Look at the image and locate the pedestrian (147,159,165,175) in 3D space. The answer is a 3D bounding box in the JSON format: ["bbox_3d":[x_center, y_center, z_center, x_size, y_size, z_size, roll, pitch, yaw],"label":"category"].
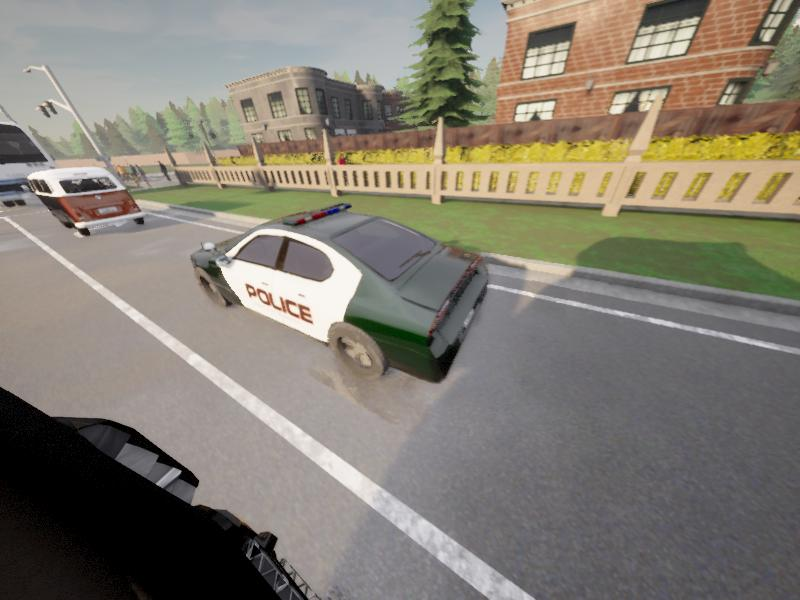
[{"bbox_3d":[-35.440,-19.294,33.556,0.751,1.860,0.751,6,35,13],"label":"pedestrian"}]

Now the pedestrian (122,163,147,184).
[{"bbox_3d":[-27.899,-13.341,24.338,0.751,1.860,0.751,8,35,16],"label":"pedestrian"}]

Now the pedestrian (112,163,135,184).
[{"bbox_3d":[-29.915,-13.692,25.019,0.751,1.860,0.751,20,40,31],"label":"pedestrian"}]

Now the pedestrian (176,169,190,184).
[{"bbox_3d":[-19.632,-11.208,20.914,0.500,1.100,0.500,-24,39,-28],"label":"pedestrian"}]

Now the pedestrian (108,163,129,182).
[{"bbox_3d":[-32.873,-14.849,26.979,0.751,1.860,0.751,20,40,30],"label":"pedestrian"}]

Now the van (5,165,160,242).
[{"bbox_3d":[-11.886,-3.817,8.723,4.480,2.038,2.069,16,38,26],"label":"van"}]

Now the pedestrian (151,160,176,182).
[{"bbox_3d":[-23.522,-12.868,23.016,0.751,1.860,0.751,0,34,4],"label":"pedestrian"}]

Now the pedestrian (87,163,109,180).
[{"bbox_3d":[-37.945,-16.153,29.051,0.751,1.860,0.751,17,38,27],"label":"pedestrian"}]

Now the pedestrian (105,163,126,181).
[{"bbox_3d":[-34.955,-15.700,28.416,0.751,1.860,0.751,19,40,29],"label":"pedestrian"}]

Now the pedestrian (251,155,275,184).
[{"bbox_3d":[-10.435,-9.943,17.625,0.751,1.860,0.751,16,38,26],"label":"pedestrian"}]

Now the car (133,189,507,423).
[{"bbox_3d":[-1.342,-0.603,3.559,4.974,1.542,2.038,16,38,26],"label":"car"}]

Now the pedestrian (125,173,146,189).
[{"bbox_3d":[-21.405,-9.655,18.728,0.500,1.100,0.500,5,35,12],"label":"pedestrian"}]

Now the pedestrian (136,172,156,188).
[{"bbox_3d":[-20.941,-9.904,19.065,0.500,1.100,0.500,7,35,15],"label":"pedestrian"}]

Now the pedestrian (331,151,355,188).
[{"bbox_3d":[-3.379,-7.790,13.856,0.751,1.860,0.751,16,38,26],"label":"pedestrian"}]

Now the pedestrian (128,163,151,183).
[{"bbox_3d":[-28.010,-13.688,24.885,0.751,1.860,0.751,15,38,24],"label":"pedestrian"}]

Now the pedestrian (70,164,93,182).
[{"bbox_3d":[-38.838,-15.546,28.211,0.751,1.860,0.751,15,38,25],"label":"pedestrian"}]

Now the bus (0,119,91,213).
[{"bbox_3d":[-25.802,-8.923,15.455,10.273,4.253,3.944,21,41,31],"label":"bus"}]
